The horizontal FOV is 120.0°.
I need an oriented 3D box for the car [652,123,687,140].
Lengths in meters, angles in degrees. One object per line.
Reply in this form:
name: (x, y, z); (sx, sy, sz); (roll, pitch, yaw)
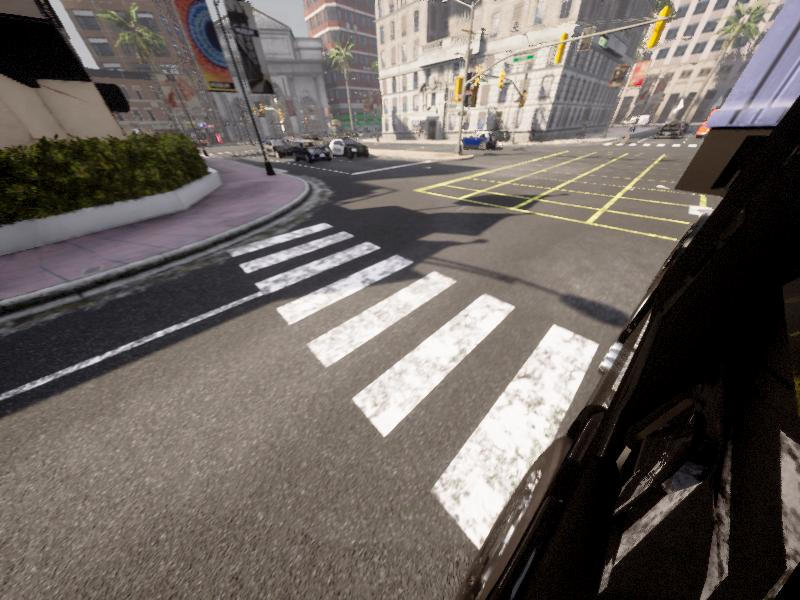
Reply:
car: (30.625, -19.175, 26.242); (4.892, 1.490, 1.837); (-31, 45, -33)

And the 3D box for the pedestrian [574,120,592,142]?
pedestrian: (19.481, -17.956, 24.602); (0.751, 1.860, 0.751); (29, 47, 35)

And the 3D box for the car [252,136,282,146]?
car: (-25.271, -30.212, 43.835); (4.674, 1.442, 1.812); (9, 38, 14)

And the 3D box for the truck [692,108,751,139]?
truck: (34.622, -19.058, 25.089); (5.204, 2.467, 2.627); (-30, 45, -33)

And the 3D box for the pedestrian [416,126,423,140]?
pedestrian: (3.229, -27.773, 38.478); (0.751, 1.860, 0.751); (-29, 45, -31)

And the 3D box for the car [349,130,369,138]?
car: (-11.185, -45.172, 62.838); (4.974, 1.542, 2.038); (-30, 45, -32)

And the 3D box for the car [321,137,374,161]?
car: (-4.780, -13.751, 20.848); (2.038, 1.542, 4.974); (-31, 46, -33)

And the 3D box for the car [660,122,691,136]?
car: (38.015, -23.595, 31.806); (5.357, 1.411, 2.033); (-31, 45, -33)

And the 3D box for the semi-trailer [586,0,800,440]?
semi-trailer: (9.788, -2.457, 2.681); (14.254, 4.402, 2.717); (-13, 38, -14)

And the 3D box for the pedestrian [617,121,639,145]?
pedestrian: (22.156, -16.245, 22.445); (0.751, 1.860, 0.751); (-30, 45, -32)

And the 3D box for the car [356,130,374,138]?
car: (-9.129, -43.473, 60.528); (3.988, 1.617, 1.851); (-30, 45, -32)

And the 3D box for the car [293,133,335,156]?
car: (-9.091, -16.508, 24.442); (1.932, 1.855, 4.605); (-31, 45, -32)

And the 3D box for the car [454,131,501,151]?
car: (7.765, -16.149, 23.424); (1.970, 1.475, 3.806); (-31, 45, -33)

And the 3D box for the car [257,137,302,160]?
car: (-12.046, -15.156, 22.999); (1.930, 1.638, 5.238); (-31, 45, -32)

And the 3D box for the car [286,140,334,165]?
car: (-7.433, -12.291, 19.093); (1.970, 1.475, 3.806); (-31, 46, -33)

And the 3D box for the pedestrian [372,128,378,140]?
pedestrian: (-4.877, -32.930, 45.744); (0.751, 1.860, 0.751); (20, 42, 26)

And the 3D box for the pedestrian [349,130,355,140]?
pedestrian: (-10.214, -35.370, 49.513); (0.751, 1.860, 0.751); (-28, 44, -30)

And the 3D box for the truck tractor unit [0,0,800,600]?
truck tractor unit: (2.645, -0.295, 0.351); (6.516, 4.208, 3.053); (-28, 44, -30)

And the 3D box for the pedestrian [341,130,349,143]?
pedestrian: (-9.753, -29.049, 41.098); (0.751, 1.860, 0.751); (26, 45, 32)

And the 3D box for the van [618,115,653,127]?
van: (67.584, -51.457, 66.386); (2.351, 2.431, 6.366); (-31, 45, -32)

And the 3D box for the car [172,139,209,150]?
car: (-38.307, -28.553, 42.433); (4.718, 1.301, 1.895); (-20, 40, -22)
